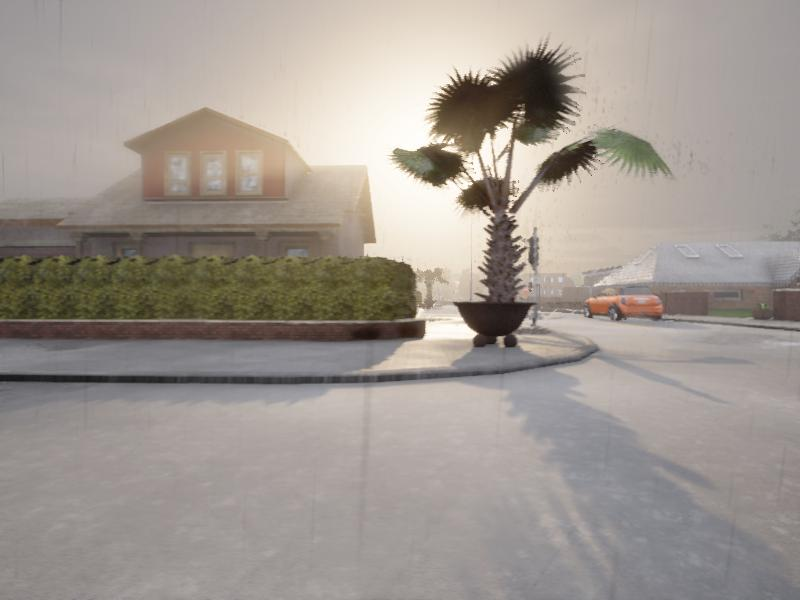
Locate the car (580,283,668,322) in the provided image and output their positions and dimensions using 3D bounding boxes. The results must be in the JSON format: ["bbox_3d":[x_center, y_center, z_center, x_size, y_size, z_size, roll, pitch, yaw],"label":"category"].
[{"bbox_3d":[11.190,0.115,20.440,2.097,1.767,4.553,0,0,3],"label":"car"}]

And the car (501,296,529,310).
[{"bbox_3d":[12.266,0.331,42.931,1.994,1.385,4.181,0,0,3],"label":"car"}]
